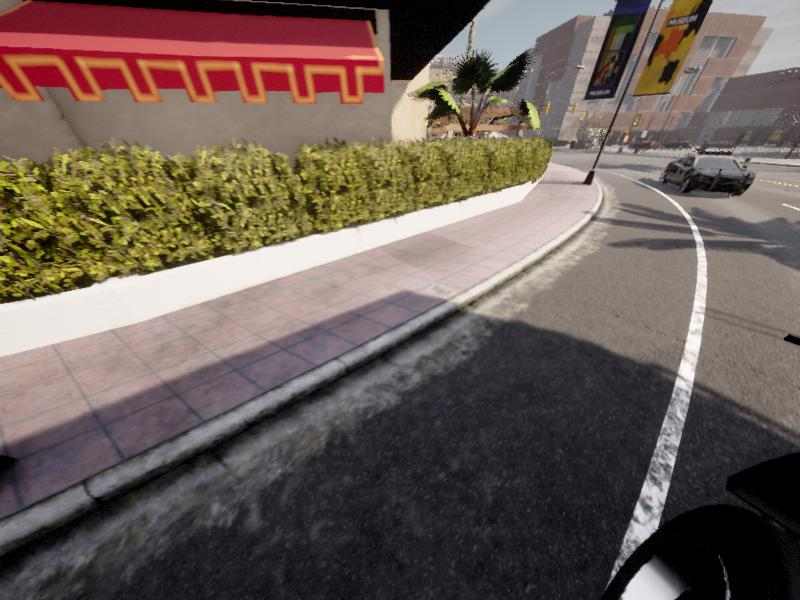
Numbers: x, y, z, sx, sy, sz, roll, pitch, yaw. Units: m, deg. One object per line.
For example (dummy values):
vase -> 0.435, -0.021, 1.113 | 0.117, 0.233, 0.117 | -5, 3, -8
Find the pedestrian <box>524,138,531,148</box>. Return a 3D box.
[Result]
pedestrian -> 30.940, -38.227, 56.206 | 0.751, 1.860, 0.751 | -5, 35, -6

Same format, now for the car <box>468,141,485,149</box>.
car -> 19.895, -40.360, 60.167 | 2.152, 1.651, 5.027 | -6, 35, -7

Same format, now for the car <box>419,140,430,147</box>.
car -> 7.569, -48.058, 70.945 | 2.185, 1.767, 4.553 | -6, 35, -8

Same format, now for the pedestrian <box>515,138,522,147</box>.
pedestrian -> 30.618, -40.618, 59.627 | 0.751, 1.860, 0.751 | -3, 35, -3

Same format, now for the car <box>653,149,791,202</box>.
car -> 14.871, -6.267, 11.264 | 1.930, 1.638, 5.238 | 17, 39, 24

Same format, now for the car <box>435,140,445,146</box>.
car -> 14.747, -58.632, 86.172 | 2.242, 1.667, 4.611 | -5, 35, -7

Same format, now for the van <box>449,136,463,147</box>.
van -> 17.402, -49.643, 72.381 | 1.988, 2.561, 5.915 | -6, 35, -7
